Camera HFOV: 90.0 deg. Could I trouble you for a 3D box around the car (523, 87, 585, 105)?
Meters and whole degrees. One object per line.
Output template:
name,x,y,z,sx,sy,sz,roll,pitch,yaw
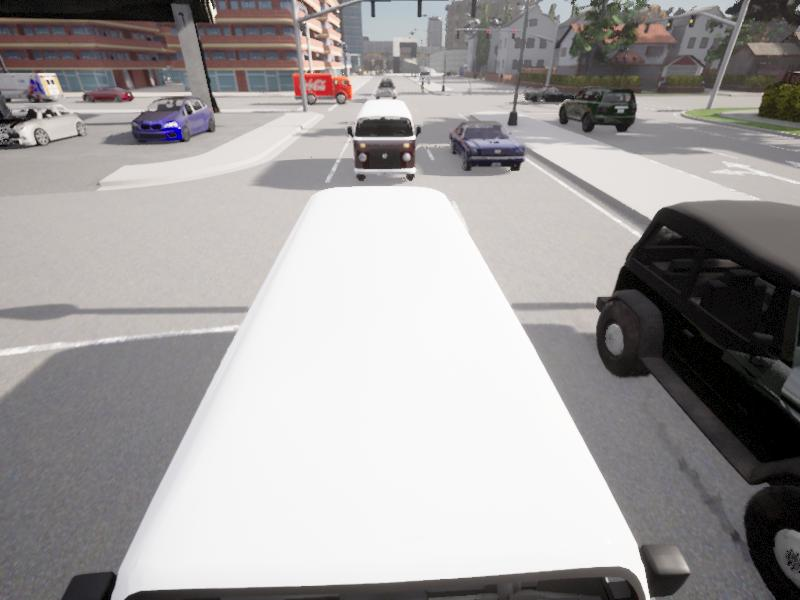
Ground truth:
car,13.980,-18.611,36.489,4.718,1.301,1.895,-1,30,-1

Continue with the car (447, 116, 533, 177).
car,2.980,-5.649,14.359,1.895,1.301,4.718,-1,30,-1

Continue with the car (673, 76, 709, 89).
car,39.639,-29.718,54.576,1.970,1.475,3.806,-1,30,-1

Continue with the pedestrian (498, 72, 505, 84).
pedestrian,18.737,-41.044,73.902,0.751,1.860,0.751,0,30,-1

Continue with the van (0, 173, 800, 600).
van,-0.128,0.619,2.931,2.069,2.038,4.480,-1,30,-3

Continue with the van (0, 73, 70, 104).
van,-35.858,-20.039,37.874,6.366,2.431,2.351,-1,30,-2

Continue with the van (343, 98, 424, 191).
van,-0.475,-5.091,12.672,2.069,2.038,4.480,-1,30,-1

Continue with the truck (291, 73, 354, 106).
truck,-6.850,-19.096,36.182,5.204,2.467,2.627,-4,31,-6

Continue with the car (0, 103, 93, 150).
car,-16.090,-7.763,17.708,1.970,1.475,3.806,-1,30,-1

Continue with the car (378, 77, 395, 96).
car,-1.581,-25.554,47.796,1.932,1.855,4.605,-1,30,-1

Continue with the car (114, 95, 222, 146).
car,-10.368,-8.369,18.418,2.242,1.667,4.611,-1,30,-1

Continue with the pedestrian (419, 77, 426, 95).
pedestrian,2.693,-25.526,47.712,0.751,1.860,0.751,5,31,9

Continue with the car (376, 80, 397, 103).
car,-1.300,-20.315,38.853,1.932,1.855,4.605,-1,29,-1

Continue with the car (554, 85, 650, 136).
car,10.739,-10.533,21.950,2.150,2.045,5.566,-1,30,-1

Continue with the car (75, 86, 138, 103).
car,-28.093,-19.755,38.426,4.181,1.385,1.994,-1,30,-2

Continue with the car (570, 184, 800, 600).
car,3.323,0.473,3.313,1.905,1.878,3.866,-1,30,-1
